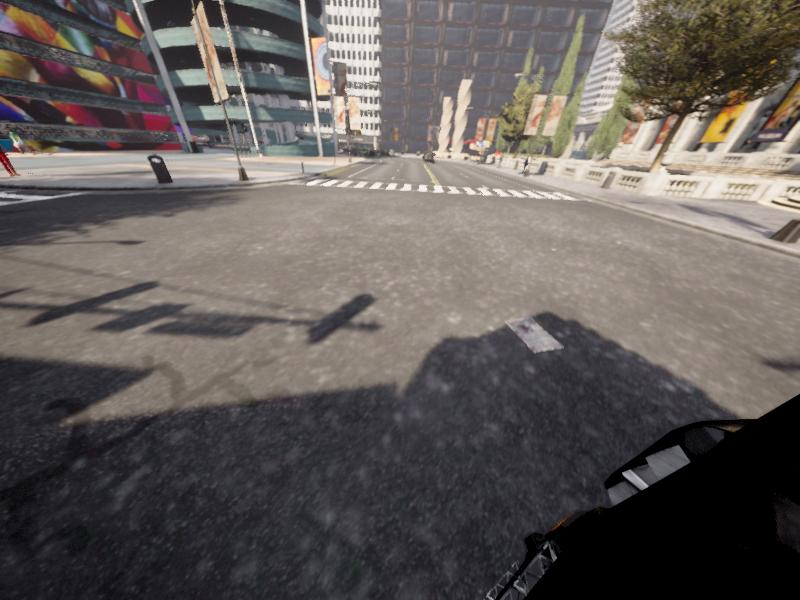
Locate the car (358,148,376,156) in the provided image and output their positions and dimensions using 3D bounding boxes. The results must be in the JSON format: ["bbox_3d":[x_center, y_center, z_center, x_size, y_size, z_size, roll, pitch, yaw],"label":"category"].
[{"bbox_3d":[-8.453,-37.725,58.947,2.007,1.525,4.514,-26,43,-37],"label":"car"}]

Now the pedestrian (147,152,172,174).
[{"bbox_3d":[-14.623,-8.320,14.068,0.500,1.100,0.500,10,34,10],"label":"pedestrian"}]

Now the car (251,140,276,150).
[{"bbox_3d":[-38.179,-43.471,64.755,5.566,2.045,2.150,3,33,1],"label":"car"}]

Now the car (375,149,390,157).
[{"bbox_3d":[-4.588,-38.168,59.816,1.789,1.549,3.705,-26,43,-37],"label":"car"}]

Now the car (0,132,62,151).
[{"bbox_3d":[-41.454,-17.391,25.384,4.902,1.511,2.128,3,33,1],"label":"car"}]

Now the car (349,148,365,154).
[{"bbox_3d":[-12.148,-42.059,65.258,4.181,1.385,1.994,21,37,25],"label":"car"}]

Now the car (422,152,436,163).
[{"bbox_3d":[5.298,-26.691,43.230,1.851,1.617,3.988,1,34,-3],"label":"car"}]

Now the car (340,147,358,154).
[{"bbox_3d":[-15.417,-45.491,70.134,4.902,1.511,2.128,16,36,19],"label":"car"}]

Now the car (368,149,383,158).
[{"bbox_3d":[-5.335,-31.886,50.279,1.789,1.549,3.705,-14,38,-25],"label":"car"}]

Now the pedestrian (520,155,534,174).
[{"bbox_3d":[15.076,-16.159,27.549,0.751,1.860,0.751,6,34,5],"label":"pedestrian"}]

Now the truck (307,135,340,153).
[{"bbox_3d":[-22.644,-46.329,68.666,8.468,3.827,2.891,12,34,13],"label":"truck"}]

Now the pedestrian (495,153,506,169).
[{"bbox_3d":[14.567,-20.089,33.443,0.751,1.860,0.751,4,33,1],"label":"pedestrian"}]

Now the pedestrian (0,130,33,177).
[{"bbox_3d":[-18.940,-6.917,10.920,0.751,1.860,0.751,10,34,10],"label":"pedestrian"}]

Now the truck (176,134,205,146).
[{"bbox_3d":[-58.739,-44.882,64.876,5.204,2.467,2.627,3,33,1],"label":"truck"}]

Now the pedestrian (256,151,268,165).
[{"bbox_3d":[-13.171,-13.519,22.031,0.500,1.100,0.500,8,34,7],"label":"pedestrian"}]

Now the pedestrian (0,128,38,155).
[{"bbox_3d":[-32.857,-13.590,19.902,0.751,1.860,0.751,-5,34,-13],"label":"pedestrian"}]

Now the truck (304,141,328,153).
[{"bbox_3d":[-22.847,-41.693,62.884,5.204,2.467,2.627,16,36,19],"label":"truck"}]
